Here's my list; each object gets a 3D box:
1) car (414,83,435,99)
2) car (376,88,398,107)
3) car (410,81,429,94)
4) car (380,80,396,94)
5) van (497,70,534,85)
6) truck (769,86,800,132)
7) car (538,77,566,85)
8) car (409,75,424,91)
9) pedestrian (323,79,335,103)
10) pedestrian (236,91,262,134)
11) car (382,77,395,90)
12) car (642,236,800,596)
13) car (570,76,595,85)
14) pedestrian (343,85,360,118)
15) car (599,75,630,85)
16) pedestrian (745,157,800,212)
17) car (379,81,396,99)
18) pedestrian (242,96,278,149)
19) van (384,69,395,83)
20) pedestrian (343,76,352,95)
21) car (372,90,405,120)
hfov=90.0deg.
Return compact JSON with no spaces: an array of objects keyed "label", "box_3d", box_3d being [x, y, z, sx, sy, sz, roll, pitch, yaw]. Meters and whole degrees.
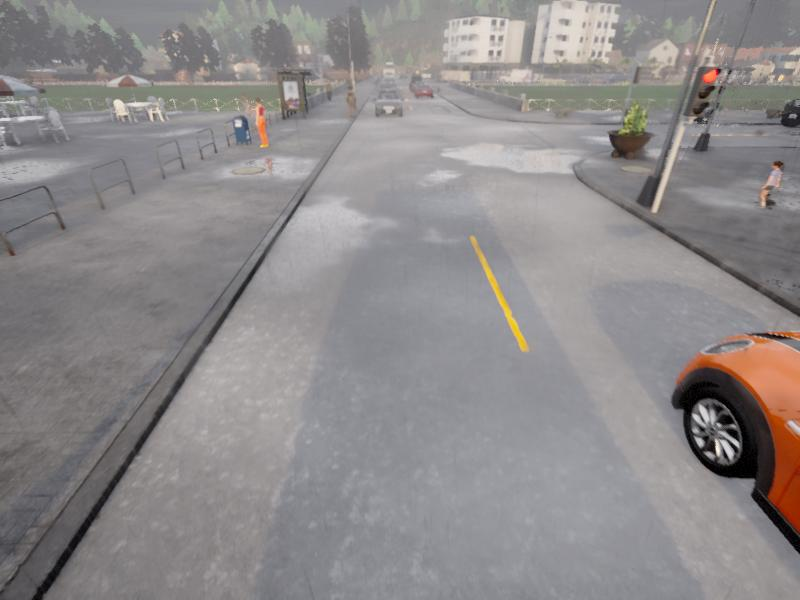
[{"label":"car","box_3d":[2.654,-23.576,45.001,1.994,1.385,4.181,-1,30,-2]},{"label":"car","box_3d":[-1.129,-18.191,35.842,1.895,1.301,4.718,-1,30,-1]},{"label":"car","box_3d":[2.504,-27.452,51.633,1.994,1.385,4.181,-1,30,-3]},{"label":"car","box_3d":[-1.552,-28.144,52.774,2.033,1.411,5.357,-1,30,-1]},{"label":"van","box_3d":[22.574,-43.776,78.601,6.366,2.431,2.351,0,30,-1]},{"label":"truck","box_3d":[24.809,-10.483,21.972,6.274,2.098,2.390,0,30,-1]},{"label":"car","box_3d":[29.980,-43.348,79.024,4.718,1.301,1.895,0,30,-1]},{"label":"car","box_3d":[2.337,-31.282,57.666,1.905,1.878,3.866,-1,30,-1]},{"label":"pedestrian","box_3d":[-6.400,-18.857,36.144,0.751,1.860,0.751,-1,30,-1]},{"label":"pedestrian","box_3d":[-7.505,-9.347,19.916,0.751,1.860,0.751,-19,35,-29]},{"label":"car","box_3d":[-1.762,-33.441,61.735,1.837,1.490,4.892,0,30,-1]},{"label":"car","box_3d":[3.699,1.360,1.918,2.097,1.767,4.553,0,30,-1]},{"label":"car","box_3d":[36.017,-43.476,79.089,3.806,1.475,1.970,0,30,-1]},{"label":"pedestrian","box_3d":[-3.120,-12.775,25.752,0.751,1.860,0.751,8,31,14]},{"label":"car","box_3d":[42.399,-43.597,79.175,4.856,1.649,2.033,0,30,-1]},{"label":"pedestrian","box_3d":[8.710,-2.707,9.332,0.500,1.100,0.500,-15,34,-24]},{"label":"car","box_3d":[-1.360,-23.785,45.215,1.837,1.490,4.892,-1,30,-1]},{"label":"pedestrian","box_3d":[-5.613,-7.158,16.130,0.751,1.860,0.751,15,33,23]},{"label":"van","box_3d":[-2.362,-48.575,86.704,2.351,2.431,6.366,-1,30,-2]},{"label":"pedestrian","box_3d":[-6.134,-25.088,46.807,0.751,1.860,0.751,6,31,9]},{"label":"car","box_3d":[-0.843,-13.711,27.965,2.128,1.511,4.902,-1,30,-3]}]
